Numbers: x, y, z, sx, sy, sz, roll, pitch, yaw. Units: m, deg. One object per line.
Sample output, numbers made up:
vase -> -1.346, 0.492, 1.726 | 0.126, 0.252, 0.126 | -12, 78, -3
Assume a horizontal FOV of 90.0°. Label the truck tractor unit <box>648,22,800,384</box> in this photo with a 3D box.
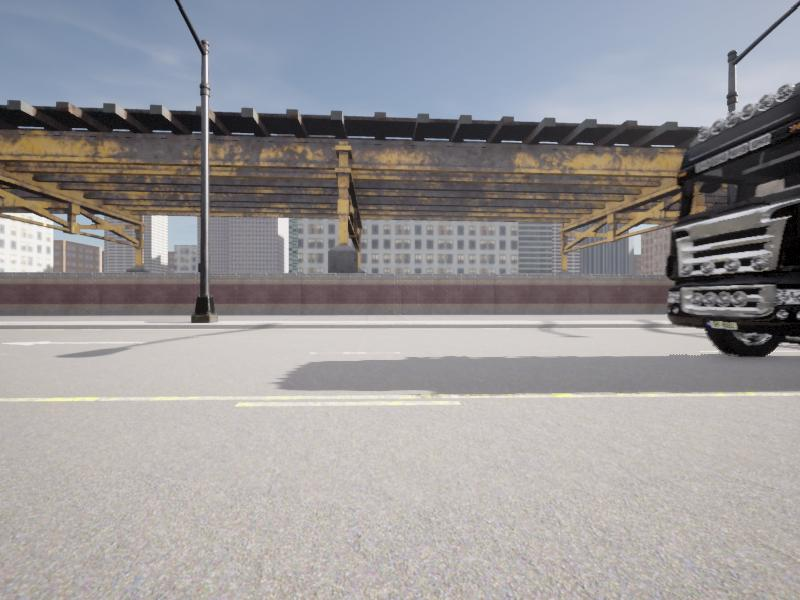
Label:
truck tractor unit -> 7.869, -1.122, 5.904 | 6.516, 4.208, 3.053 | 0, 0, -2
